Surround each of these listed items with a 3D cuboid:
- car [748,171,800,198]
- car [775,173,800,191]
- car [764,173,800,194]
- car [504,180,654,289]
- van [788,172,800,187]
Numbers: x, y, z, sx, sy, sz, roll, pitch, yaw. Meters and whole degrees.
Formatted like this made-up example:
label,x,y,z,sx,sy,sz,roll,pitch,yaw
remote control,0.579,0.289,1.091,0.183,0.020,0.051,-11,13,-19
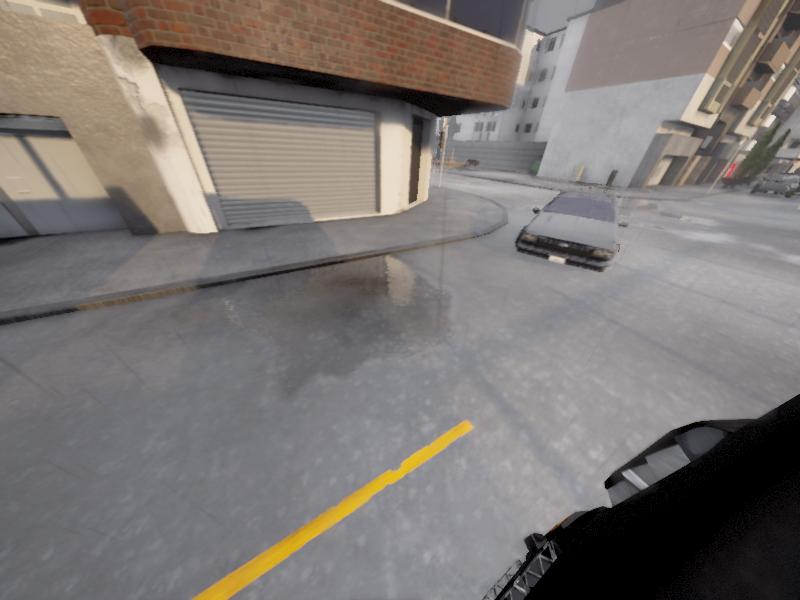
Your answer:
label,x,y,z,sx,sy,sz,roll,pitch,yaw
car,32.643,-9.963,19.774,4.553,1.767,2.097,-16,38,-26
car,44.766,-13.298,25.988,3.806,1.475,1.970,-16,38,-26
car,38.793,-11.634,22.943,5.366,1.575,1.801,-16,38,-26
car,4.973,-2.296,6.523,2.033,1.411,5.357,25,39,29
van,54.296,-16.233,30.659,4.442,1.987,1.775,-16,38,-26
